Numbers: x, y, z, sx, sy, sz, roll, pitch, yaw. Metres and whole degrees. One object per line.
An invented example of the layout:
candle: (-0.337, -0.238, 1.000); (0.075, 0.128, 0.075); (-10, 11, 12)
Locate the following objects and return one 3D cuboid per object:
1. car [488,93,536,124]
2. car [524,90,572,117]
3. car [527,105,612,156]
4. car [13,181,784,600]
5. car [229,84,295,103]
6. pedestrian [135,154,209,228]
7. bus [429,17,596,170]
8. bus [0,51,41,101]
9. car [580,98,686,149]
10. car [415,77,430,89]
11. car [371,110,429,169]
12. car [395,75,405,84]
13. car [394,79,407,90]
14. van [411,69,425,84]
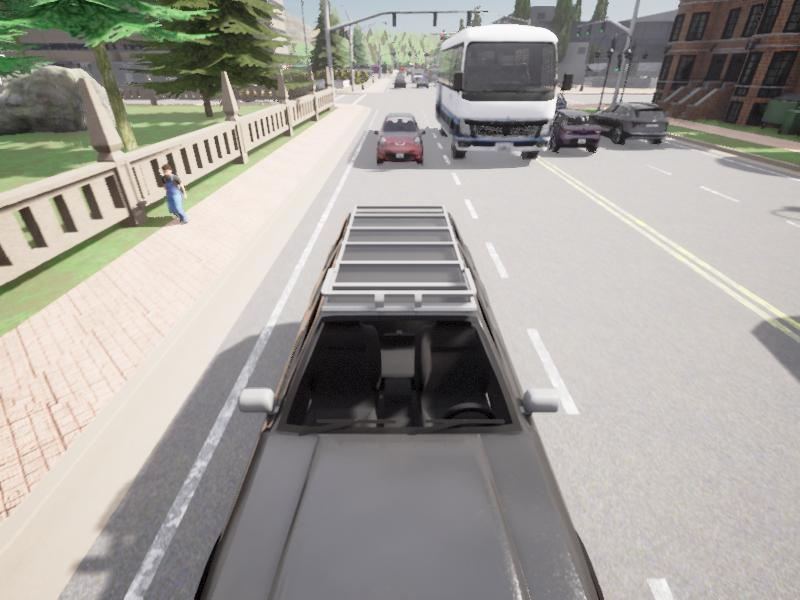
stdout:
car: (7.001, -12.215, 25.413); (1.816, 1.474, 4.193); (0, 30, 0)
car: (10.503, -14.116, 28.661); (1.816, 1.474, 4.193); (0, 30, 0)
car: (6.999, -7.333, 17.070); (1.816, 1.474, 4.193); (0, 30, 0)
car: (-0.005, 0.580, 3.133); (1.932, 1.855, 4.605); (0, 30, 0)
car: (-12.960, -19.524, 37.796); (5.366, 1.575, 1.801); (0, 30, 0)
pedestrian: (-4.588, -2.220, 8.154); (0.751, 1.300, 0.751); (0, 30, 1)
bus: (3.622, -8.860, 16.928); (3.944, 4.253, 10.273); (0, 30, 0)
bus: (-43.738, -22.534, 40.280); (10.273, 4.253, 3.944); (0, 30, 0)
car: (10.501, -8.327, 18.617); (2.033, 1.649, 4.856); (0, 30, 0)
car: (3.512, -34.229, 63.097); (2.033, 1.411, 5.357); (0, 30, 0)
car: (-0.001, -5.982, 14.708); (1.845, 1.501, 3.633); (0, 30, 0)
car: (0.019, -43.328, 78.517); (1.882, 1.535, 5.008); (0, 30, 0)
car: (0.013, -32.330, 59.950); (1.895, 1.301, 4.718); (0, 30, 0)
van: (3.517, -44.230, 79.167); (2.351, 2.431, 6.366); (0, 30, 0)
